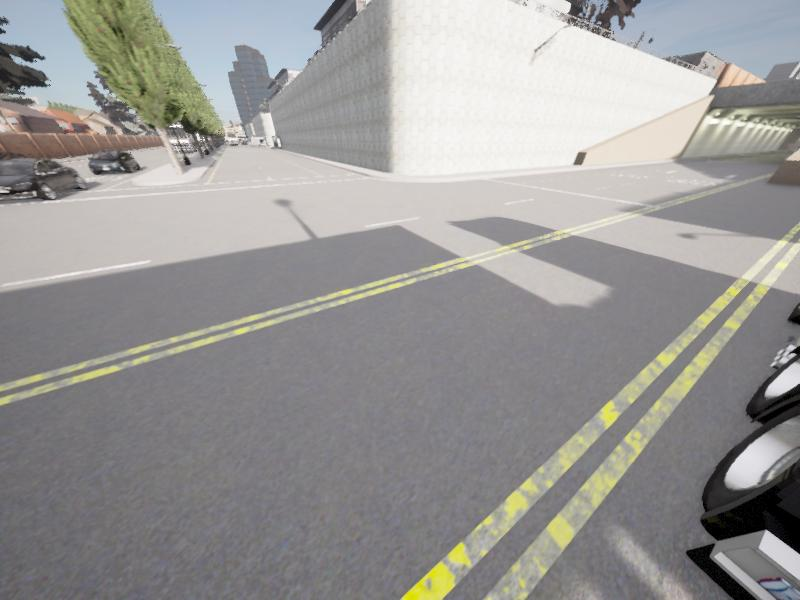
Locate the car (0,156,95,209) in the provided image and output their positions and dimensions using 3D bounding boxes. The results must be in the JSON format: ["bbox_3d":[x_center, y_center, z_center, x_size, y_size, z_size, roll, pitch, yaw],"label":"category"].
[{"bbox_3d":[-16.526,-5.411,10.326,1.837,1.490,4.892,-18,39,-25],"label":"car"}]

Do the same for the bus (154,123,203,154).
[{"bbox_3d":[-40.135,-29.639,42.525,3.944,4.253,10.273,-18,39,-25],"label":"bus"}]

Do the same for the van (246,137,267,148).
[{"bbox_3d":[-43.563,-47.819,70.208,5.915,2.561,1.988,20,40,24],"label":"van"}]

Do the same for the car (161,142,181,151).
[{"bbox_3d":[-48.470,-32.553,49.008,1.882,1.535,5.008,-18,39,-25],"label":"car"}]

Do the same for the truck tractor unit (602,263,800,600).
[{"bbox_3d":[5.112,-0.298,0.789,6.516,4.208,3.053,-18,39,-24],"label":"truck tractor unit"}]

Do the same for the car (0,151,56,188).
[{"bbox_3d":[-22.699,-7.510,13.231,1.789,1.549,3.705,-18,39,-25],"label":"car"}]

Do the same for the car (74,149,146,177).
[{"bbox_3d":[-21.836,-10.591,17.694,2.007,1.525,4.514,-18,39,-25],"label":"car"}]
